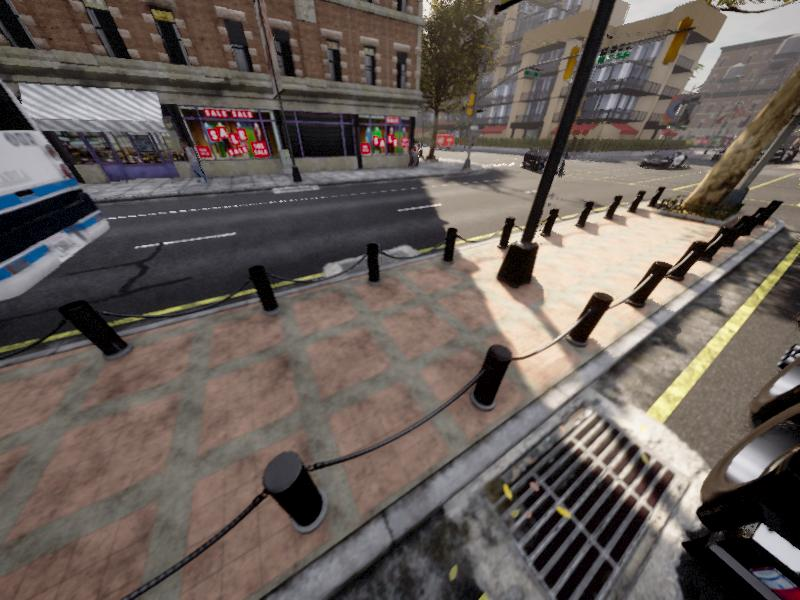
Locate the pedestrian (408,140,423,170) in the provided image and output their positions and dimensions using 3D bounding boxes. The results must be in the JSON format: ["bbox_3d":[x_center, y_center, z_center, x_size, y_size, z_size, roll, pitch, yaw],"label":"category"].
[{"bbox_3d":[1.154,-10.781,17.182,0.751,1.860,0.751,-18,39,-24],"label":"pedestrian"}]

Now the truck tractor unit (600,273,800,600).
[{"bbox_3d":[5.129,-0.284,0.745,6.516,4.208,3.053,-18,39,-23],"label":"truck tractor unit"}]

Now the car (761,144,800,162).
[{"bbox_3d":[49.479,-18.982,29.752,4.605,1.855,1.932,-18,39,-24],"label":"car"}]

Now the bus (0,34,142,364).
[{"bbox_3d":[-9.832,-0.635,0.985,10.273,4.253,3.944,-18,39,-24],"label":"bus"}]

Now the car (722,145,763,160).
[{"bbox_3d":[48.275,-20.832,32.540,5.238,1.638,1.930,-18,39,-24],"label":"car"}]

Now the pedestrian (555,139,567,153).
[{"bbox_3d":[25.818,-24.618,37.019,0.751,1.860,0.751,-19,40,-25],"label":"pedestrian"}]

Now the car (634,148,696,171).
[{"bbox_3d":[24.479,-13.075,21.351,4.974,1.542,2.038,-18,40,-24],"label":"car"}]

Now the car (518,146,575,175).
[{"bbox_3d":[11.609,-11.487,18.842,2.033,1.649,4.856,6,36,5],"label":"car"}]

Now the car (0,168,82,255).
[{"bbox_3d":[-10.400,-1.762,4.912,3.633,1.501,1.845,-18,39,-24],"label":"car"}]
